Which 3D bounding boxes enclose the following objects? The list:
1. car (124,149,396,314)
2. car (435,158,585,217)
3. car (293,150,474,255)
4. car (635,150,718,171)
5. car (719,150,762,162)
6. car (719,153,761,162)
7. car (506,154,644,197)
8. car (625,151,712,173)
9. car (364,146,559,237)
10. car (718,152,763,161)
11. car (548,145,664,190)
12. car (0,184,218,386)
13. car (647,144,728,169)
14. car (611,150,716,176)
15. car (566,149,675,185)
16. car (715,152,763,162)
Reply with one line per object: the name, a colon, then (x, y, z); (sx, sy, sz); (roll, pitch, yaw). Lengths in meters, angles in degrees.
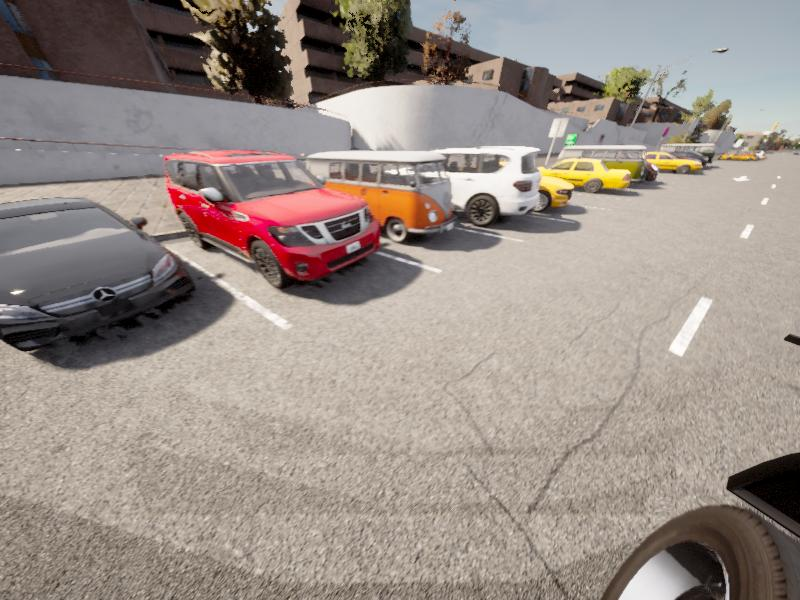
car: (-3.084, -2.082, 5.137); (5.566, 2.045, 2.435); (21, 40, 29)
car: (4.206, -4.813, 9.493); (5.008, 1.535, 2.097); (21, 40, 28)
car: (-0.576, -3.013, 6.504); (4.442, 1.987, 1.878); (21, 40, 29)
car: (26.168, -13.468, 22.182); (4.674, 1.452, 2.002); (21, 40, 28)
car: (73.966, -31.420, 50.296); (4.442, 1.987, 1.878); (22, 38, 28)
car: (76.281, -32.161, 51.952); (4.792, 1.488, 2.163); (22, 39, 28)
car: (8.932, -6.804, 12.387); (5.366, 1.575, 1.946); (21, 40, 28)
car: (23.727, -12.507, 20.780); (4.674, 1.452, 2.002); (21, 39, 28)
car: (1.743, -4.054, 7.953); (5.566, 2.045, 2.435); (21, 40, 29)
car: (78.596, -33.149, 53.458); (5.366, 1.575, 1.946); (22, 39, 28)
car: (11.624, -7.862, 13.533); (4.442, 1.987, 1.878); (21, 39, 28)
car: (-5.549, -0.865, 3.920); (4.674, 1.452, 2.002); (21, 40, 29)
car: (28.705, -14.621, 23.392); (4.442, 1.987, 1.878); (21, 39, 28)
car: (21.441, -11.517, 19.259); (5.366, 1.575, 1.946); (21, 39, 28)
car: (13.943, -8.791, 15.067); (4.553, 1.767, 2.185); (21, 39, 28)
car: (71.576, -30.302, 48.938); (5.366, 1.575, 1.946); (22, 38, 28)
